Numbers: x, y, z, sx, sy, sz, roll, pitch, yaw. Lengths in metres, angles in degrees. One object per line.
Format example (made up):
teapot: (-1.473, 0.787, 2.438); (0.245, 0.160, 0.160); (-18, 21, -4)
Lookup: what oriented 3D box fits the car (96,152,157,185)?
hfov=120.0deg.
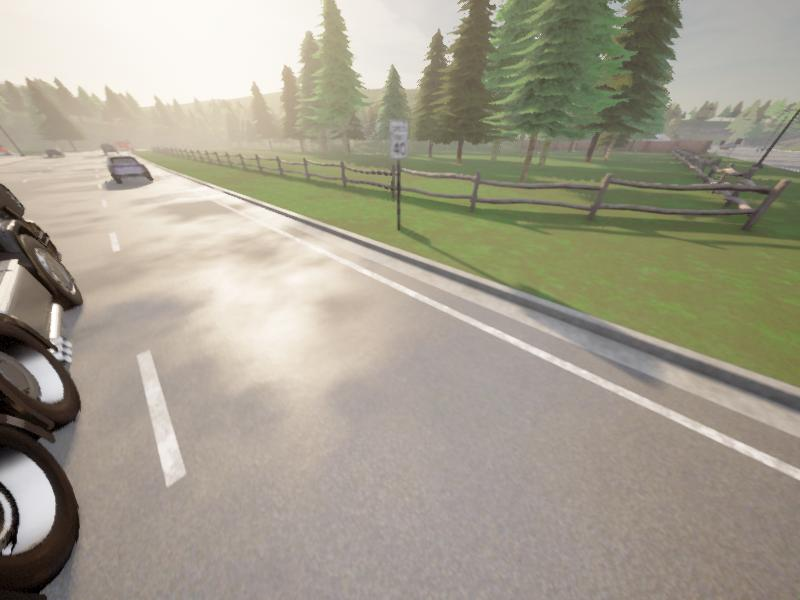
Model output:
car: (-19.572, -9.499, 16.518); (4.856, 1.649, 2.033); (27, 43, 33)

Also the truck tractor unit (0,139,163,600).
truck tractor unit: (-4.882, -0.482, 1.048); (6.516, 4.208, 3.053); (27, 42, 33)
